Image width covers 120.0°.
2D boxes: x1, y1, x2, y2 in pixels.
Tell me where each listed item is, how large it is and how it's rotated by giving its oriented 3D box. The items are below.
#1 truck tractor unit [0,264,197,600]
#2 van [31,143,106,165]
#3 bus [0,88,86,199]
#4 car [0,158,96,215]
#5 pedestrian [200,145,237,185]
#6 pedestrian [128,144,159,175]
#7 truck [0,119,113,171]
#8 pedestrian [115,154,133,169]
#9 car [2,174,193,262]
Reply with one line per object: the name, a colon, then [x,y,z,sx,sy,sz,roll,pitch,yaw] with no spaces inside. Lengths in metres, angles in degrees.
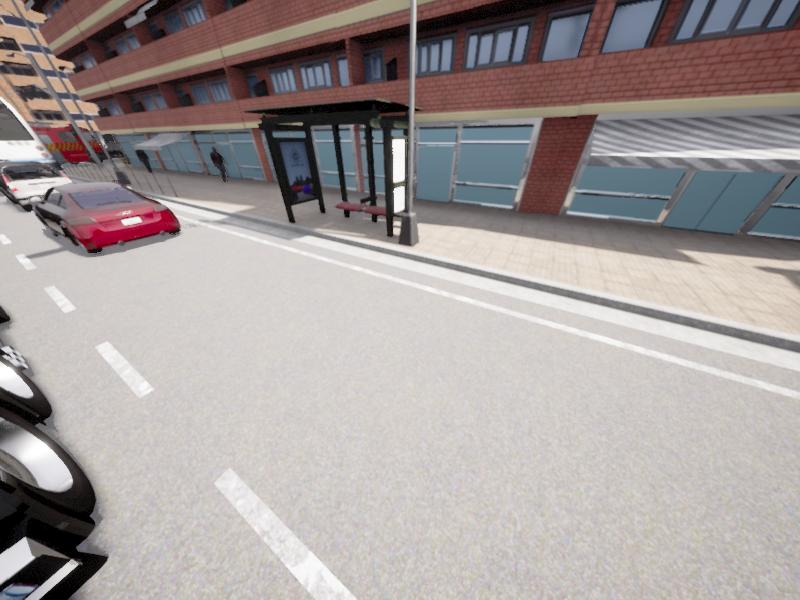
truck tractor unit: [-5.116,-0.292,0.790,6.516,4.208,3.053,18,39,24]
van: [-38.974,-17.339,27.366,1.775,1.987,4.442,18,39,25]
bus: [-23.296,-8.506,12.621,10.273,4.253,3.944,18,39,24]
car: [-15.358,-4.905,9.719,3.988,1.617,1.851,18,39,24]
pedestrian: [-10.258,-7.668,13.118,0.751,1.860,0.751,17,38,23]
pedestrian: [-18.622,-10.209,16.815,0.751,1.860,0.751,-27,43,-33]
truck: [-35.994,-15.841,23.593,2.891,3.827,8.468,-5,35,-6]
pedestrian: [-24.460,-12.252,20.476,0.500,1.100,0.500,20,40,27]
car: [-8.329,-2.513,6.451,4.181,1.385,1.994,17,39,24]
